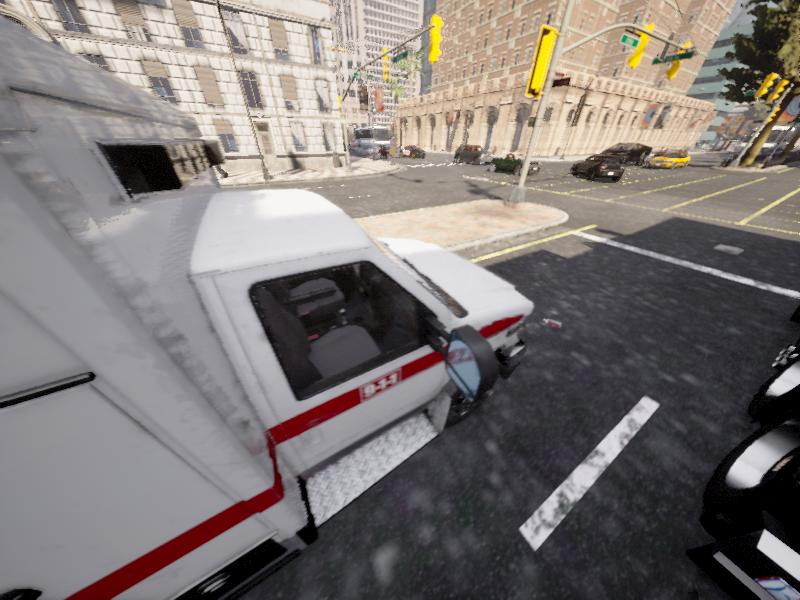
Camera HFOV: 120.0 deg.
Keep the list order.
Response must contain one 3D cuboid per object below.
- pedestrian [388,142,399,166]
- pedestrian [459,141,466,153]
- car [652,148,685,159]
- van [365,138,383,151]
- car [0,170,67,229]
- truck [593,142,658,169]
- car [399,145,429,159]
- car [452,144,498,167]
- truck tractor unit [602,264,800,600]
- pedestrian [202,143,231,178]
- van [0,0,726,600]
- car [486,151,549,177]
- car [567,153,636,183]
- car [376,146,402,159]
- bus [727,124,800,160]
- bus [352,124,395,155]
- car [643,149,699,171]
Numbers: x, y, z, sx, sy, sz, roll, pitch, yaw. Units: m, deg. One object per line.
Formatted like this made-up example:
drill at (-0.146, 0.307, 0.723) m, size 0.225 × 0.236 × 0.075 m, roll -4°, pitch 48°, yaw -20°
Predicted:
pedestrian at (-0.638, -14.027, 22.208) m, size 0.751 × 1.860 × 0.751 m, roll -20°, pitch 40°, yaw -27°
pedestrian at (12.018, -29.443, 44.456) m, size 0.751 × 1.860 × 0.751 m, roll -17°, pitch 38°, yaw -23°
car at (42.954, -23.479, 36.933) m, size 4.718 × 1.301 × 1.895 m, roll -18°, pitch 39°, yaw -25°
van at (-6.598, -38.906, 57.615) m, size 1.988 × 2.561 × 5.915 m, roll -18°, pitch 39°, yaw -24°
car at (-13.871, -2.818, 6.738) m, size 4.181 × 1.385 × 1.994 m, roll -18°, pitch 39°, yaw -24°
truck at (23.913, -15.446, 24.543) m, size 6.274 × 2.098 × 2.390 m, roll -18°, pitch 39°, yaw -24°
car at (1.928, -21.999, 34.278) m, size 2.038 × 1.542 × 4.974 m, roll -18°, pitch 39°, yaw -25°
car at (8.105, -16.094, 25.536) m, size 1.932 × 1.855 × 4.605 m, roll -18°, pitch 39°, yaw -25°
truck tractor unit at (5.110, -0.303, 0.780) m, size 6.516 × 4.208 × 3.053 m, roll -18°, pitch 39°, yaw -24°
pedestrian at (-11.582, -8.846, 14.676) m, size 0.751 × 1.860 × 0.751 m, roll -16°, pitch 38°, yaw -22°
van at (-1.900, 0.431, 1.241) m, size 6.366 × 2.431 × 2.351 m, roll -18°, pitch 39°, yaw -24°
car at (9.188, -10.909, 18.453) m, size 1.970 × 1.475 × 3.806 m, roll -18°, pitch 39°, yaw -24°
car at (14.106, -9.541, 16.529) m, size 1.816 × 1.474 × 4.193 m, roll 7°, pitch 35°, yaw 9°
car at (-1.631, -21.499, 33.607) m, size 1.812 × 1.442 × 4.674 m, roll -18°, pitch 39°, yaw -25°
bus at (58.388, -25.191, 36.941) m, size 10.273 × 4.253 × 3.944 m, roll -18°, pitch 39°, yaw -24°
bus at (-5.248, -30.338, 43.828) m, size 3.944 × 4.253 × 10.273 m, roll -18°, pitch 38°, yaw -24°
car at (26.590, -13.795, 22.648) m, size 5.366 × 1.575 × 1.801 m, roll -18°, pitch 39°, yaw -24°
